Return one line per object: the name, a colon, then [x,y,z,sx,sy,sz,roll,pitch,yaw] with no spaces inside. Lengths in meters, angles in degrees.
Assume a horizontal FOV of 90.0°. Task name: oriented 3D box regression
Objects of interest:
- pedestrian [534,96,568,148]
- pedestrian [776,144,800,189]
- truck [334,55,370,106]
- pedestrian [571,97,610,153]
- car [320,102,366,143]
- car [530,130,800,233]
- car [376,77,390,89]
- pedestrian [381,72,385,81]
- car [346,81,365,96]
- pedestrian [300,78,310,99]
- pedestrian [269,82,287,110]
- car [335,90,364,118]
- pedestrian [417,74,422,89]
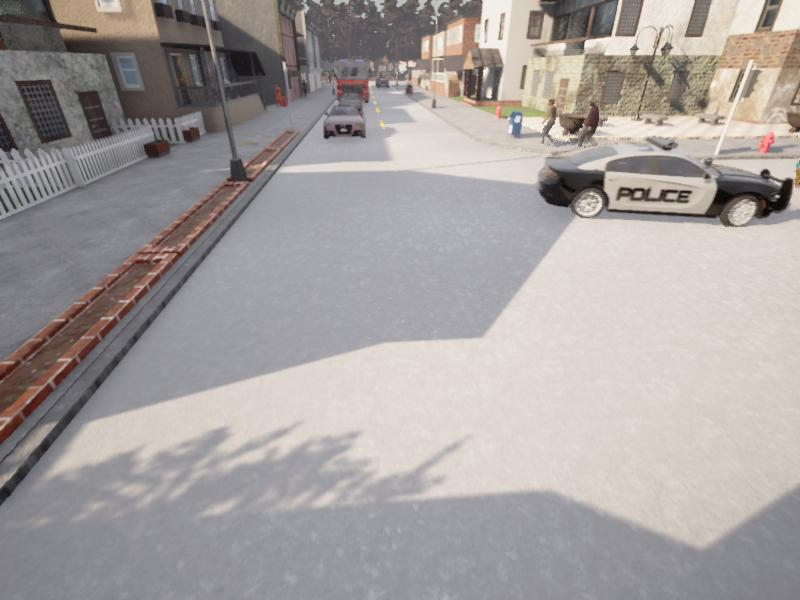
pedestrian: [6.180,-7.308,16.412,0.751,1.860,0.751,26,39,37]
pedestrian: [11.350,-3.785,11.357,0.500,1.100,0.500,-19,35,-29]
truck: [-4.473,-21.105,38.358,2.891,3.827,8.468,-2,30,-4]
pedestrian: [7.331,-6.753,15.463,0.751,1.860,0.751,-26,39,-36]
car: [-2.735,-8.940,19.964,1.994,1.385,4.181,-2,30,-4]
car: [5.926,-2.846,9.262,5.238,1.638,1.930,5,31,9]
car: [-2.786,-35.053,64.509,2.038,1.542,4.974,-2,30,-4]
pedestrian: [-3.872,-51.567,92.201,0.751,1.860,0.751,4,31,7]
car: [-5.371,-25.873,48.843,2.163,1.488,4.792,-2,30,-4]
pedestrian: [-9.892,-22.085,41.727,0.751,1.860,0.751,-3,30,-6]
pedestrian: [-9.390,-15.728,30.843,0.751,1.860,0.751,7,31,11]
car: [-3.504,-13.947,28.358,1.789,1.549,3.705,-2,30,-4]
pedestrian: [2.941,-33.055,60.508,0.751,1.860,0.751,0,30,0]
